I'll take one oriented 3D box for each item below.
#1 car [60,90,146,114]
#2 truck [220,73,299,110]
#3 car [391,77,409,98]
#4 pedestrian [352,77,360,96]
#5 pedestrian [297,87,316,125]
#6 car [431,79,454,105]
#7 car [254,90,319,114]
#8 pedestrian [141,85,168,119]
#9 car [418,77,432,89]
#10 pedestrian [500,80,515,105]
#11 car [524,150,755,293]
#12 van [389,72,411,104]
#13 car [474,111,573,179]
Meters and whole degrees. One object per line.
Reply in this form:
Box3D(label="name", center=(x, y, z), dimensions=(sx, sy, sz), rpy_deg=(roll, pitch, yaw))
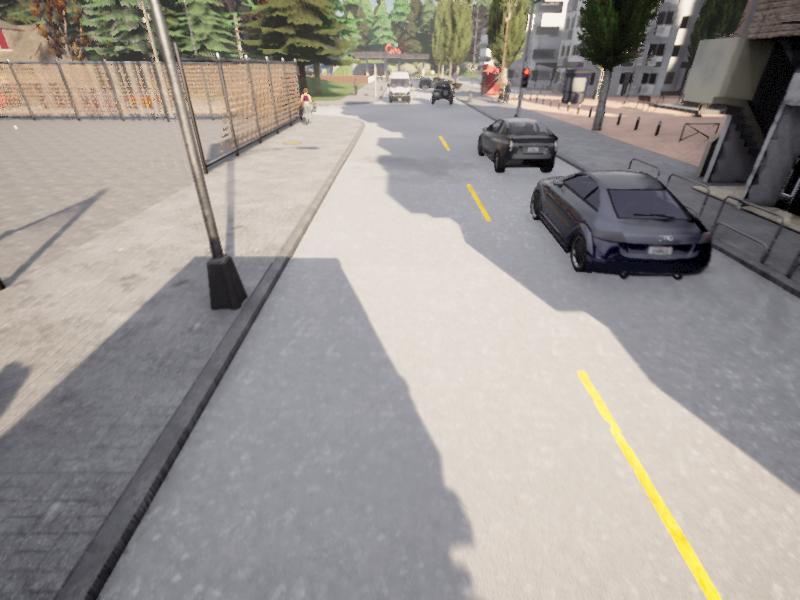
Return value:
Box3D(label="car", center=(-21.922, -14.676, 29.665), dimensions=(4.674, 1.442, 1.812), rpy_deg=(0, 30, 0))
Box3D(label="truck", center=(-11.362, -17.095, 32.770), dimensions=(5.204, 2.467, 2.627), rpy_deg=(0, 30, 1))
Box3D(label="car", center=(-0.022, -24.283, 45.654), dimensions=(1.905, 1.878, 3.866), rpy_deg=(0, 30, 0))
Box3D(label="pedestrian", center=(-4.942, -23.840, 44.675), dimensions=(0.751, 1.860, 0.751), rpy_deg=(-5, 31, -9))
Box3D(label="pedestrian", center=(-5.285, -11.027, 22.744), dimensions=(0.751, 1.860, 0.751), rpy_deg=(-1, 30, -1))
Box3D(label="car", center=(3.962, -19.712, 37.856), dimensions=(1.932, 1.855, 4.605), rpy_deg=(2, 31, 3))
Box3D(label="car", center=(-8.328, -14.688, 29.657), dimensions=(4.193, 1.474, 1.816), rpy_deg=(0, 30, 0))
Box3D(label="pedestrian", center=(-15.331, -12.348, 25.002), dimensions=(0.751, 1.860, 0.751), rpy_deg=(0, 30, 0))
Box3D(label="car", center=(3.987, -34.891, 64.189), dimensions=(1.837, 1.490, 4.892), rpy_deg=(0, 30, 0))
Box3D(label="pedestrian", center=(9.192, -17.714, 34.199), dimensions=(0.751, 1.860, 0.751), rpy_deg=(-7, 31, -12))
Box3D(label="car", center=(3.969, -1.777, 7.686), dimensions=(1.994, 1.385, 4.181), rpy_deg=(1, 30, 2))
Box3D(label="van", center=(-0.024, -20.517, 38.575), dimensions=(1.988, 2.561, 5.915), rpy_deg=(0, 30, 0))
Box3D(label="car", center=(4.014, -5.546, 13.974), dimensions=(2.007, 1.525, 4.514), rpy_deg=(0, 30, 0))
